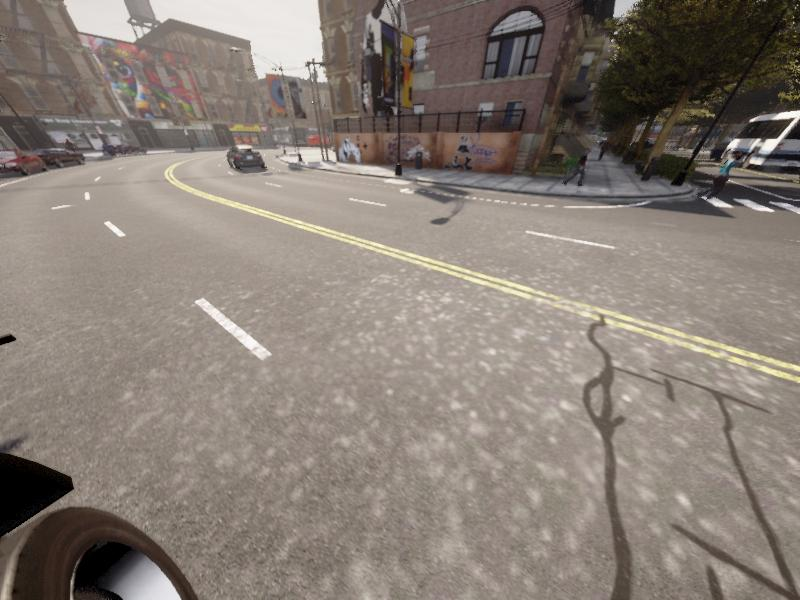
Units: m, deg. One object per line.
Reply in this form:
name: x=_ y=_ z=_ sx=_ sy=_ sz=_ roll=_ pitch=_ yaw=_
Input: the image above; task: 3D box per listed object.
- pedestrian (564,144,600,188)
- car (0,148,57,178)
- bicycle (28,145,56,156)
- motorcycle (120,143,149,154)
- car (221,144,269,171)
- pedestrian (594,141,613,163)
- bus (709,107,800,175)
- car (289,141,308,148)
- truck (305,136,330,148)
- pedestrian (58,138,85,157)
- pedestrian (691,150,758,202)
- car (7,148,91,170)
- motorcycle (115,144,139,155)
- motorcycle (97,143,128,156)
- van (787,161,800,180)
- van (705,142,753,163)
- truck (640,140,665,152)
pedestrian: x=9.153 y=-6.775 z=11.683 sx=0.751 sy=1.860 sz=0.751 roll=17 pitch=39 yaw=22
car: x=-26.750 y=-9.498 z=15.901 sx=2.002 sy=1.452 sz=4.674 roll=-22 pitch=41 yaw=-28
bicycle: x=-45.543 y=-19.039 z=29.420 sx=0.373 sy=1.024 sz=1.643 roll=13 pitch=36 yaw=34
motorcycle: x=-37.612 y=-21.467 z=32.714 sx=2.356 sy=1.277 sz=0.764 roll=-30 pitch=45 yaw=-35
car: x=-13.356 y=-12.311 z=19.819 sx=2.242 sy=1.667 sz=4.611 roll=-25 pitch=42 yaw=-31
pedestrian: x=21.318 y=-15.571 z=24.269 sx=0.751 sy=1.860 sz=0.751 roll=19 pitch=39 yaw=24
bus: x=34.142 y=-14.430 z=20.993 sx=3.944 sy=4.253 sz=10.273 roll=22 pitch=41 yaw=28
car: x=-25.660 y=-39.347 z=58.329 sx=1.970 sy=1.475 sz=3.806 roll=20 pitch=40 yaw=26
truck: x=-20.866 y=-40.196 z=58.636 sx=2.627 sy=2.467 sz=5.204 roll=23 pitch=41 yaw=28
pedestrian: x=-38.226 y=-17.788 z=26.912 sx=0.751 sy=1.860 sz=0.751 roll=-9 pitch=36 yaw=-13
pedestrian: x=13.795 y=-5.316 z=9.915 sx=0.751 sy=1.860 sz=0.751 roll=22 pitch=41 yaw=28
car: x=-29.808 y=-12.240 z=19.897 sx=1.895 sy=1.301 sz=4.718 roll=-15 pitch=38 yaw=-20
motorcycle: x=-37.367 y=-20.685 z=31.655 sx=1.805 sy=1.236 sz=0.856 roll=-30 pitch=45 yaw=-35
motorcycle: x=-37.540 y=-19.701 z=30.206 sx=2.209 sy=1.251 sz=0.867 roll=-30 pitch=45 yaw=-35
van: x=28.159 y=-8.550 z=14.514 sx=2.069 sy=2.038 sz=4.480 roll=22 pitch=41 yaw=28
van: x=39.993 y=-18.148 z=28.282 sx=1.775 sy=1.987 sz=4.442 roll=23 pitch=41 yaw=28
truck: x=54.802 y=-33.654 z=50.314 sx=2.390 sy=2.098 sz=6.274 roll=22 pitch=41 yaw=28
